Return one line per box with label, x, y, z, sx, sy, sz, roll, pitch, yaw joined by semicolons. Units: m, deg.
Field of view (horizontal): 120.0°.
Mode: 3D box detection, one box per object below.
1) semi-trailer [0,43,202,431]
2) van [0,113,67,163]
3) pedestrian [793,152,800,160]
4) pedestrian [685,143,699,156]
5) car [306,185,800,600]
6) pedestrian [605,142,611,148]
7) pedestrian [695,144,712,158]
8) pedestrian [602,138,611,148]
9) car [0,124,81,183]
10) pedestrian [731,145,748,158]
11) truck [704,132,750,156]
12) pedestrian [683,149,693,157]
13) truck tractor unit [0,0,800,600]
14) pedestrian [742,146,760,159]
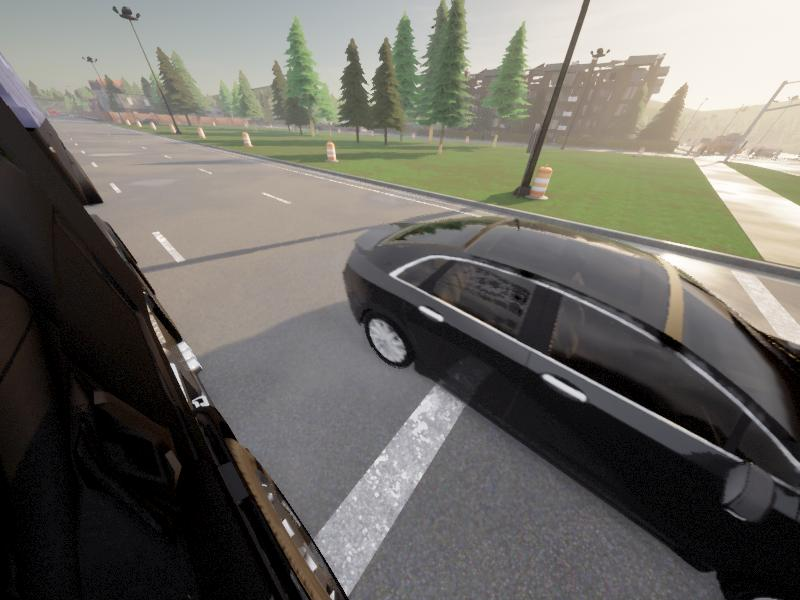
semi-trailer;-8.690;-3.612;4.232;14.254;4.402;2.717;28;44;30
van;-20.774;-9.078;12.808;4.442;1.987;1.775;28;44;30
pedestrian;73.058;-26.450;41.910;0.751;1.860;0.751;28;44;30
pedestrian;51.993;-26.825;41.155;0.751;1.860;0.751;30;44;31
car;1.499;0.291;2.098;4.892;1.490;1.837;28;44;30
pedestrian;47.167;-35.203;52.427;0.500;1.100;0.500;28;44;30
pedestrian;49.691;-24.442;37.826;0.751;1.860;0.751;26;43;28
pedestrian;46.510;-35.370;51.975;0.751;1.860;0.751;29;44;31
car;-16.031;-6.390;9.828;5.027;1.651;2.152;28;44;30
pedestrian;61.677;-26.951;41.933;0.751;1.860;0.751;27;43;29
truck;70.145;-33.678;49.855;2.891;3.827;8.468;28;44;30
pedestrian;48.847;-25.013;39.173;0.500;1.100;0.500;-25;45;-31
truck tractor unit;-2.645;-0.295;0.351;6.516;4.208;3.053;28;44;30
pedestrian;62.734;-26.415;41.284;0.751;1.860;0.751;26;42;28
